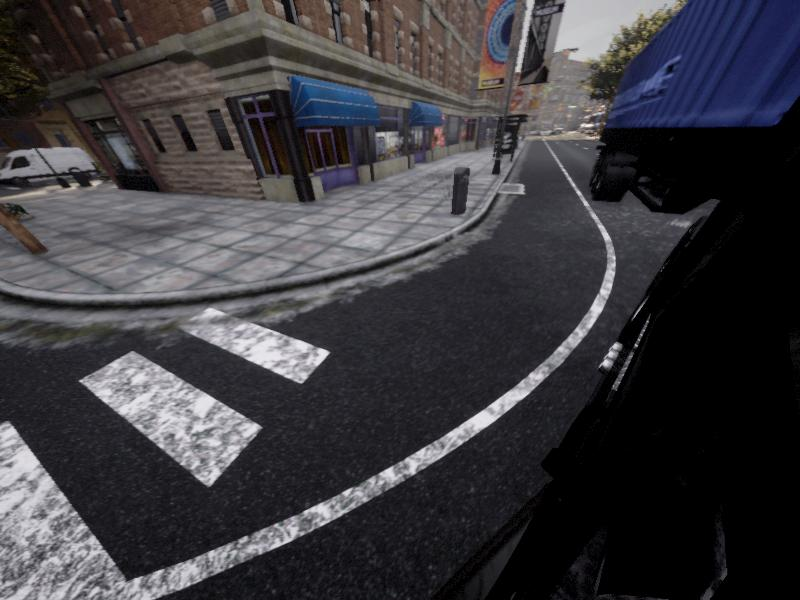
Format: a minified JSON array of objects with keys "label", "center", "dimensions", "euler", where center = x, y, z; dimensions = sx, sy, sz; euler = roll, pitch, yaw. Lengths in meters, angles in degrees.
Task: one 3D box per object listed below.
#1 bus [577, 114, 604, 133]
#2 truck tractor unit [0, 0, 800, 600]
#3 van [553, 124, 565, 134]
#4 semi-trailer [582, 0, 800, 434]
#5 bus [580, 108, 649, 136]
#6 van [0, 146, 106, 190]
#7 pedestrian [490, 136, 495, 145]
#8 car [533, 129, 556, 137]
[{"label":"bus","center":[58.925,-54.765,71.862],"dimensions":[3.944,4.253,10.273],"euler":[13,39,22]},{"label":"truck tractor unit","center":[2.645,-0.295,0.351],"dimensions":[6.516,4.208,3.053],"euler":[-28,44,-30]},{"label":"van","center":[52.338,-56.370,76.154],"dimensions":[2.351,2.431,6.366],"euler":[13,39,21]},{"label":"semi-trailer","center":[7.124,-4.291,5.400],"dimensions":[2.717,4.402,14.254],"euler":[17,40,25]},{"label":"bus","center":[48.150,-40.183,52.392],"dimensions":[10.273,4.253,3.944],"euler":[-1,35,3]},{"label":"van","center":[-30.792,-11.522,19.939],"dimensions":[1.988,2.561,5.915],"euler":[13,39,21]},{"label":"pedestrian","center":[14.097,-24.344,35.325],"dimensions":[0.500,1.100,0.500],"euler":[12,38,19]},{"label":"car","center":[38.175,-44.228,61.101],"dimensions":[4.974,1.542,2.038],"euler":[13,39,21]}]
